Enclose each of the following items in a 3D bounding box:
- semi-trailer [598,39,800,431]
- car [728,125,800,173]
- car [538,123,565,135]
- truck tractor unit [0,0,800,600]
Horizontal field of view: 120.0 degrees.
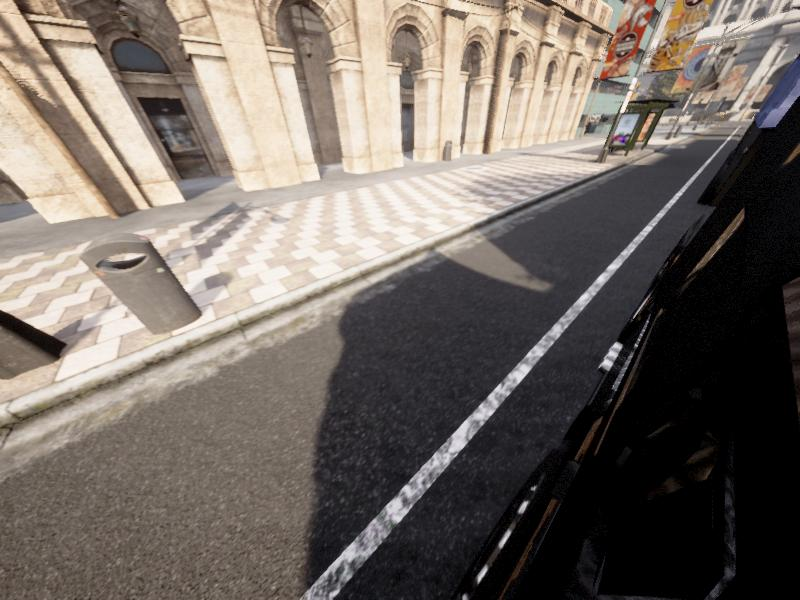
[{"bbox_3d":[8.699,-3.607,4.224,14.254,4.402,2.717,-28,44,-30],"label":"semi-trailer"},{"bbox_3d":[17.910,-7.358,11.076,4.892,1.490,1.837,-29,44,-30],"label":"car"},{"bbox_3d":[27.478,-30.958,41.780,4.902,1.511,2.128,-28,44,-30],"label":"car"},{"bbox_3d":[2.645,-0.295,0.351,6.516,4.208,3.053,-28,44,-30],"label":"truck tractor unit"}]
